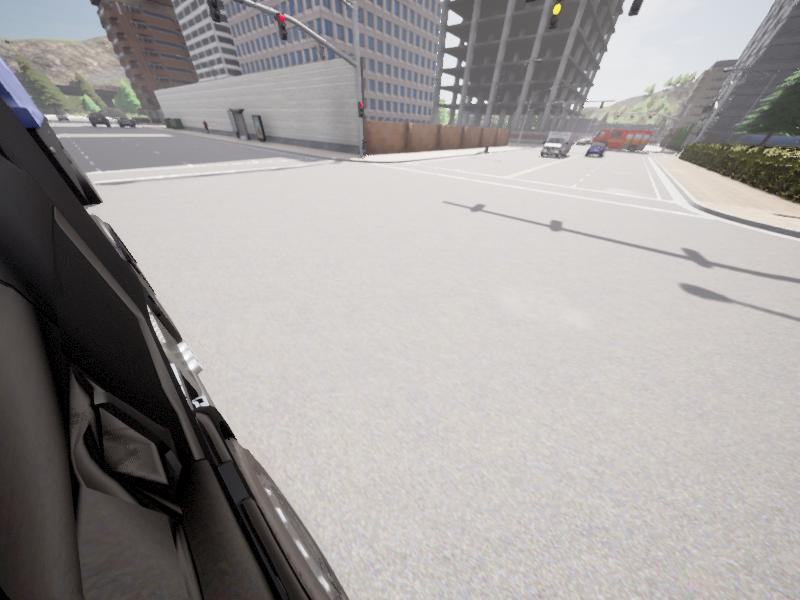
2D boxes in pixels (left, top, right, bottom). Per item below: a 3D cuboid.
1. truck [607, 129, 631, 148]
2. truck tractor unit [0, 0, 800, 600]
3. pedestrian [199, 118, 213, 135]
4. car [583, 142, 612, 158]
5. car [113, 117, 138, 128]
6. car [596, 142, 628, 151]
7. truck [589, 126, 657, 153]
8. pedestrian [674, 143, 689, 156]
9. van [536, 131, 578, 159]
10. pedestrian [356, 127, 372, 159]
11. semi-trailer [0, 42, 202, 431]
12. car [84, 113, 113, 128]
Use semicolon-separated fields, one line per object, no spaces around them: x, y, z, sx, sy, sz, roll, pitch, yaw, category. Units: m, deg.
58.161;-42.823;61.313;2.891;3.827;8.468;28;44;30;truck
-2.645;-0.295;0.351;6.516;4.208;3.053;28;44;30;truck tractor unit
-27.616;-24.667;32.914;0.751;1.860;0.751;31;45;32;pedestrian
26.332;-20.020;30.800;2.007;1.525;4.514;29;44;31;car
-53.674;-34.702;45.124;4.856;1.649;2.033;28;44;30;car
43.961;-31.933;47.993;4.718;1.301;1.895;27;43;29;car
42.526;-31.013;44.567;8.468;3.827;2.891;27;43;29;truck
47.918;-25.621;39.322;0.751;1.860;0.751;-24;44;-31;pedestrian
18.740;-18.417;27.428;2.351;2.431;6.366;28;44;30;van
-2.624;-11.529;17.018;0.751;1.860;0.751;23;41;25;pedestrian
-8.704;-3.605;4.216;14.254;4.402;2.717;28;44;30;semi-trailer
-55.970;-33.353;42.843;5.566;2.045;2.150;28;44;30;car
